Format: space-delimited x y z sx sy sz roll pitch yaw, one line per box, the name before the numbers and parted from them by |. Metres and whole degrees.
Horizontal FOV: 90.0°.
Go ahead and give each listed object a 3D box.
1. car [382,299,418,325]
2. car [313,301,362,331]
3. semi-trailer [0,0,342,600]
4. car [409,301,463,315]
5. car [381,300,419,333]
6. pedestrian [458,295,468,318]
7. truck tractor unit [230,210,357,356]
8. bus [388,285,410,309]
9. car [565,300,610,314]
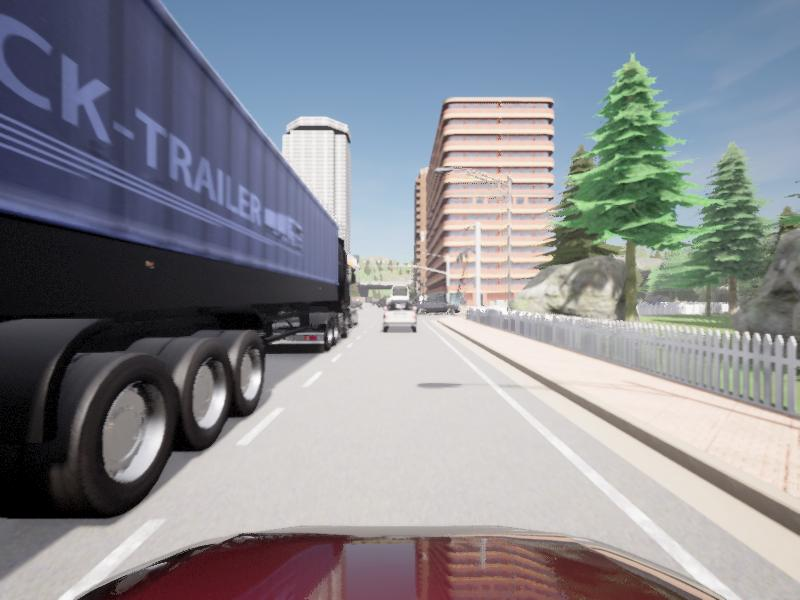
car | 0.025 0.768 27.527 2.242 1.667 4.611 0 0 0
car | -3.499 0.846 23.375 2.128 1.511 4.902 0 0 0
semi-trailer | -3.312 -0.615 6.887 2.717 4.402 14.254 0 0 -1
car | 3.837 0.876 42.292 5.357 1.411 2.033 0 0 15
car | 0.002 0.797 21.275 1.851 1.617 3.988 0 0 0
pedestrian | 5.210 0.499 32.993 0.751 1.860 0.751 0 0 17
truck tractor unit | -3.405 -0.509 14.799 3.053 4.208 6.516 0 0 -1
bus | -0.118 -0.500 75.975 3.944 4.253 10.273 0 0 0
car | 21.353 0.808 45.539 4.892 1.490 1.837 0 0 -23
